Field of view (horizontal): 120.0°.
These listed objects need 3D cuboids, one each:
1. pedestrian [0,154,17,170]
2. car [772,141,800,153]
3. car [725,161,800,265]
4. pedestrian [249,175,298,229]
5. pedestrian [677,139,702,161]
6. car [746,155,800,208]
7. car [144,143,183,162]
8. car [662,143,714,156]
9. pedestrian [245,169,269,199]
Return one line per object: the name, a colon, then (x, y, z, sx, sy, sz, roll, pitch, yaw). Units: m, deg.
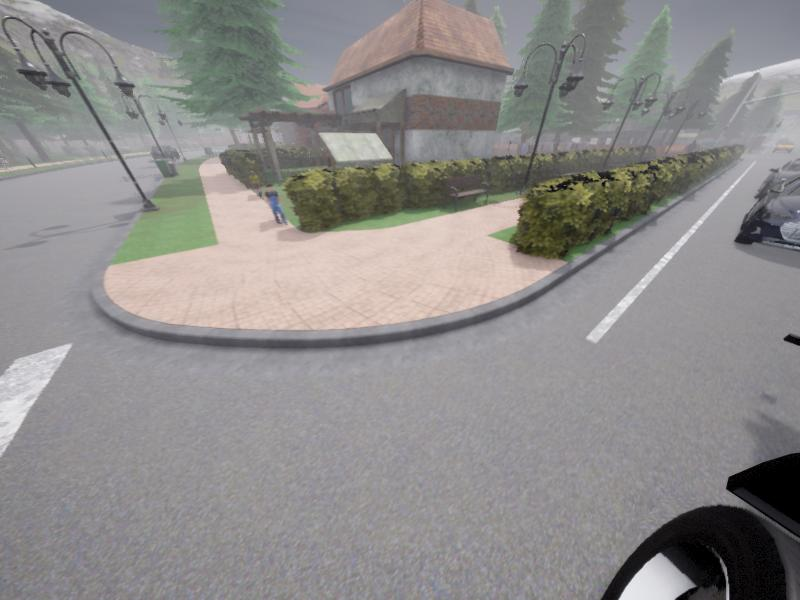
pedestrian: (-34.215, -11.936, 19.980, 0.500, 1.100, 0.500, -22, 41, -28)
car: (65.547, -26.074, 39.272, 5.366, 1.575, 1.801, -23, 41, -29)
car: (10.519, -2.286, 5.715, 4.856, 1.649, 2.033, -23, 41, -29)
pedestrian: (-3.771, -2.937, 6.938, 0.751, 1.300, 0.751, -29, 44, -35)
pedestrian: (30.622, -15.879, 24.456, 0.751, 1.860, 0.751, -22, 41, -28)
car: (17.301, -5.165, 9.887, 4.902, 1.511, 2.128, -23, 41, -29)
car: (-30.572, -19.276, 30.087, 2.097, 1.767, 4.553, -16, 38, -21)
car: (46.450, -24.365, 37.353, 1.837, 1.490, 4.892, -22, 41, -28)
pedestrian: (-6.275, -5.085, 10.146, 0.500, 1.100, 0.500, -23, 41, -29)
